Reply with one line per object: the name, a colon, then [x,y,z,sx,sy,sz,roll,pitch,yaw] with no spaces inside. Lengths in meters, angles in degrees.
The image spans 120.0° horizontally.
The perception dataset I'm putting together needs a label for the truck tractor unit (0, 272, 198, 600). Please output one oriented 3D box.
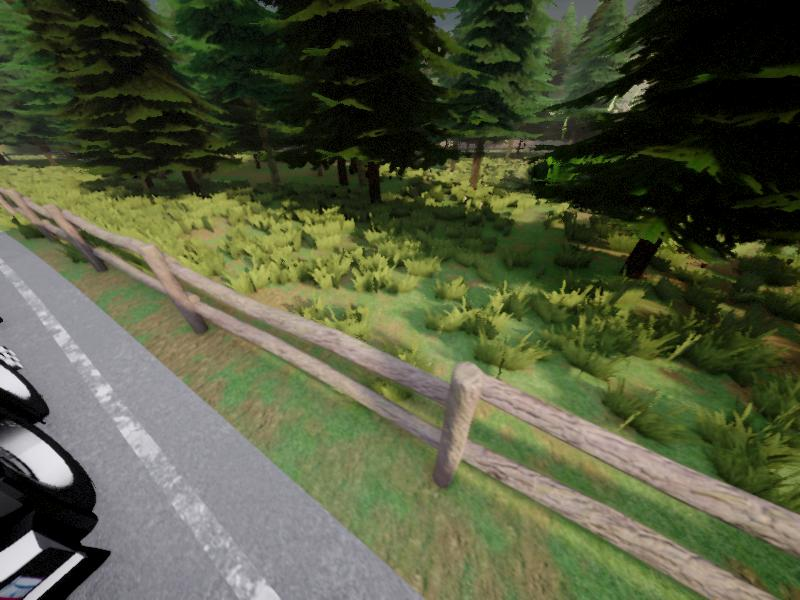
truck tractor unit: [-5.122,-0.291,0.756,6.516,4.208,3.053,18,39,23]
